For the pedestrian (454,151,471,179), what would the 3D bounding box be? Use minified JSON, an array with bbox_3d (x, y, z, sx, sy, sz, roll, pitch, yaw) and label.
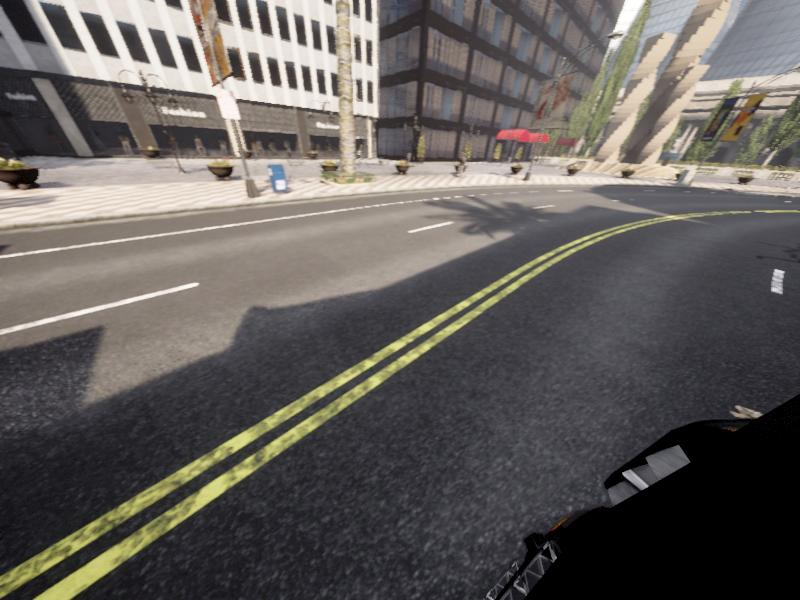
[{"bbox_3d":[5.008,-10.928,18.697,0.751,1.860,0.751,-6,35,-14],"label":"pedestrian"}]
